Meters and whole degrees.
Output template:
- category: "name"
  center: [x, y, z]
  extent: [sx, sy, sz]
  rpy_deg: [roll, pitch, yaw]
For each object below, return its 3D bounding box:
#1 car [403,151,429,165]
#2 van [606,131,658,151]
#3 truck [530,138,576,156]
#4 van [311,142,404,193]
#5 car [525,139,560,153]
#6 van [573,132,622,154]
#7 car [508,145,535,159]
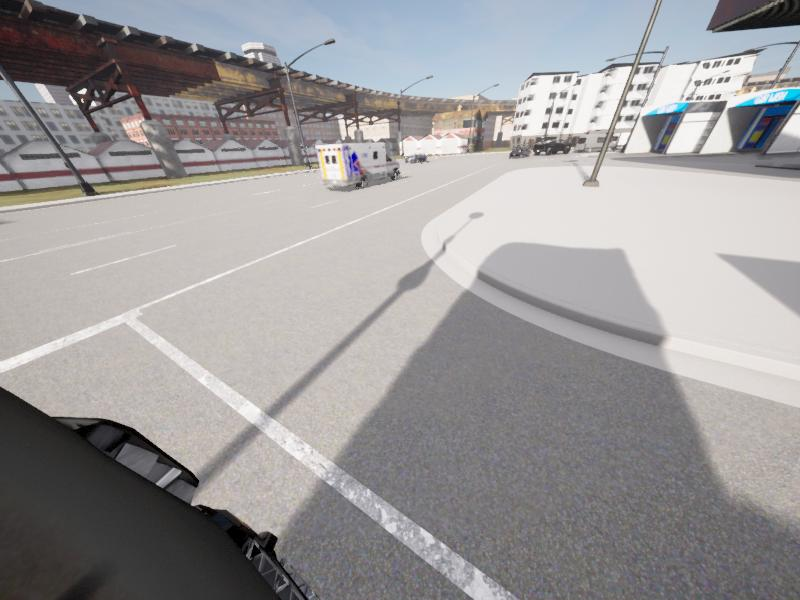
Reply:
- category: "car"
  center: [2.307, -20.645, 33.520]
  extent: [1.970, 1.475, 3.806]
  rpy_deg: [20, 40, 30]
- category: "van"
  center: [40.747, -28.091, 40.797]
  extent: [5.915, 2.561, 1.988]
  rpy_deg: [-1, 34, 4]
- category: "truck"
  center: [24.143, -24.148, 36.542]
  extent: [6.274, 2.098, 2.390]
  rpy_deg: [-17, 36, -20]
- category: "van"
  center: [-2.470, -9.309, 15.959]
  extent: [2.351, 2.431, 6.366]
  rpy_deg: [19, 39, 29]
- category: "car"
  center: [28.645, -31.000, 46.560]
  extent: [5.566, 2.045, 2.150]
  rpy_deg: [-7, 33, -6]
- category: "van"
  center: [32.254, -25.759, 37.942]
  extent: [5.915, 2.561, 1.988]
  rpy_deg: [-7, 34, -7]
- category: "car"
  center: [17.785, -21.674, 33.822]
  extent: [3.633, 1.501, 1.845]
  rpy_deg: [-25, 39, -30]
